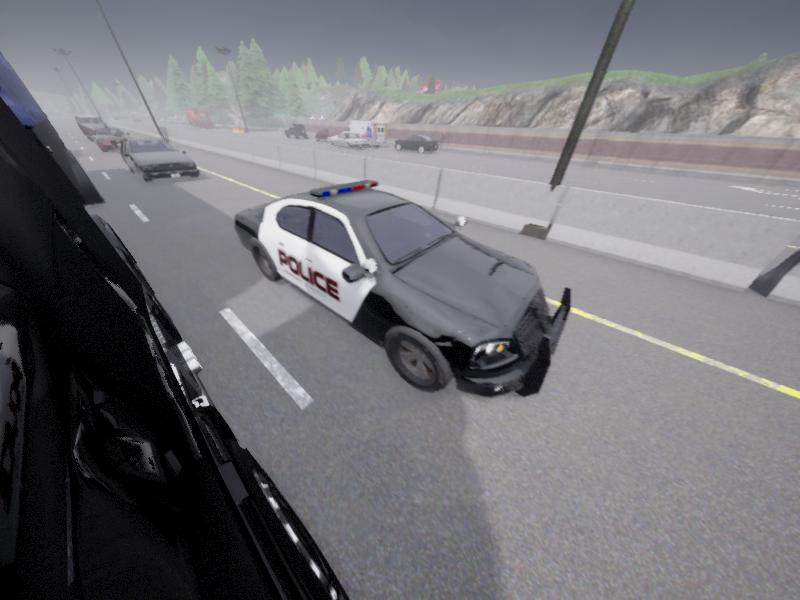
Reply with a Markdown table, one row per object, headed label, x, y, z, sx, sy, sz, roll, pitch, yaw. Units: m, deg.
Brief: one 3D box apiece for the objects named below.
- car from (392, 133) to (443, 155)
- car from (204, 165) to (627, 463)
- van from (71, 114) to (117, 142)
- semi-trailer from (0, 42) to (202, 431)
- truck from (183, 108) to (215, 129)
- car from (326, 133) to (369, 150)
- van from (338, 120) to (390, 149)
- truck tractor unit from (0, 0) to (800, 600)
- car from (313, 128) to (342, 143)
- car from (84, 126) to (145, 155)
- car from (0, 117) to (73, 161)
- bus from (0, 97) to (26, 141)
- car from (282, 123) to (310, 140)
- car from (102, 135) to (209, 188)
| label | x | y | z | sx | sy | sz | roll | pitch | yaw |
| --- | --- | --- | --- | --- | --- | --- | --- | --- | --- |
| car | 1.678 | -16.223 | 23.916 | 5.008 | 1.535 | 1.882 | 28 | 44 | 30 |
| car | -0.390 | -0.729 | 3.302 | 4.974 | 1.542 | 2.038 | 27 | 43 | 30 |
| van | -30.078 | -16.907 | 22.705 | 4.442 | 1.987 | 1.775 | 28 | 44 | 30 |
| semi-trailer | -8.687 | -3.609 | 4.246 | 14.254 | 4.402 | 2.717 | 28 | 44 | 30 |
| truck | -49.458 | -44.633 | 56.841 | 8.468 | 3.827 | 2.891 | 30 | 45 | 31 |
| car | -5.785 | -17.374 | 25.232 | 4.718 | 1.301 | 1.895 | 28 | 44 | 30 |
| van | -4.353 | -19.833 | 27.629 | 6.366 | 2.431 | 2.351 | 28 | 44 | 30 |
| truck tractor unit | -2.645 | -0.295 | 0.352 | 6.516 | 4.208 | 3.053 | 28 | 44 | 30 |
| car | -9.920 | -22.476 | 31.549 | 3.705 | 1.549 | 1.789 | 28 | 44 | 30 |
| car | -20.466 | -11.478 | 16.553 | 4.181 | 1.385 | 1.994 | 28 | 44 | 30 |
| car | -21.340 | -9.355 | 13.339 | 4.553 | 1.767 | 2.097 | 28 | 44 | 30 |
| bus | -41.087 | -18.333 | 22.083 | 10.273 | 4.253 | 3.944 | 30 | 45 | 29 |
| car | -15.934 | -25.852 | 35.413 | 3.866 | 1.878 | 1.905 | 28 | 44 | 30 |
| car | -10.888 | -6.329 | 10.238 | 5.357 | 1.411 | 2.033 | 28 | 44 | 30 |
